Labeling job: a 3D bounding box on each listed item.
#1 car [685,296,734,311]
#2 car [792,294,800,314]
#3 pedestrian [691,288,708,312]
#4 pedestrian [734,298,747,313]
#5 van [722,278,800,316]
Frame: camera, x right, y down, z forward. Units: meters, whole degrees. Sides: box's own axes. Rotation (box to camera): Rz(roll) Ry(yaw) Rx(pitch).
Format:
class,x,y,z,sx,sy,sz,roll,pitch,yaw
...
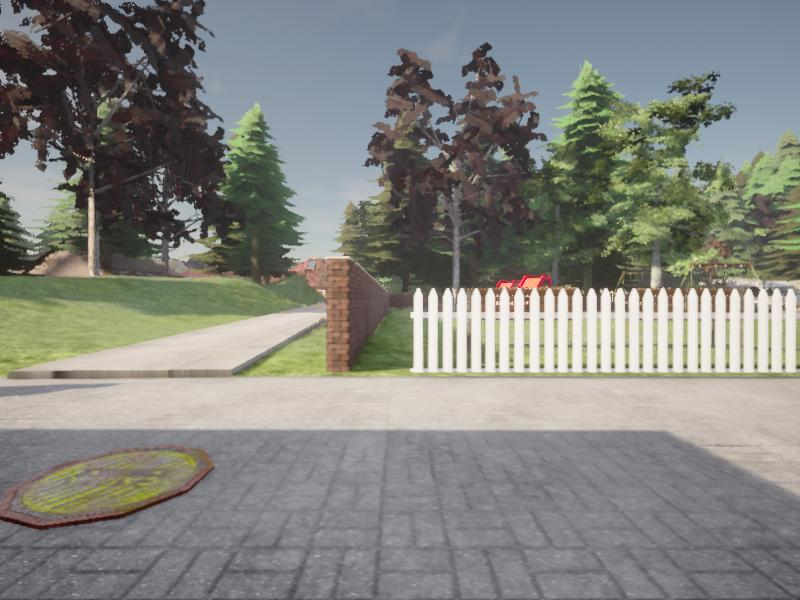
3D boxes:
class,x,y,z,sx,sy,sz,roll,pitch,yaw
car,31.711,0.347,41.124,1.816,1.474,4.193,0,0,0
car,31.834,0.301,29.733,1.789,1.549,3.705,0,-1,0
pedestrian,22.819,-0.001,30.456,0.751,1.860,0.751,0,0,8
pedestrian,23.924,0.383,28.132,0.500,1.100,0.500,0,0,14
van,27.857,-0.196,30.389,1.988,2.561,5.915,0,0,0
